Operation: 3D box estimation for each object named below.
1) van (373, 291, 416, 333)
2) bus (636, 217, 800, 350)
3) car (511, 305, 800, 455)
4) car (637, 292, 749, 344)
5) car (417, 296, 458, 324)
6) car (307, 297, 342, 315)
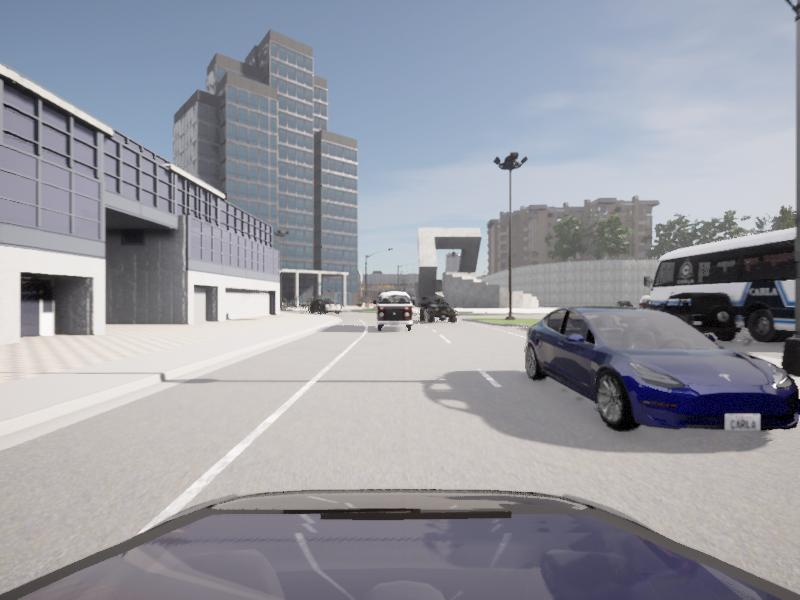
[{"bbox_3d":[-0.326,0.586,21.429,2.069,2.038,4.480,0,0,-1],"label":"van"},{"bbox_3d":[14.972,-0.526,17.141,3.944,4.253,10.273,0,0,2],"label":"bus"},{"bbox_3d":[3.546,0.855,6.523,2.163,1.488,4.792,0,0,0],"label":"car"},{"bbox_3d":[11.728,0.655,16.378,1.905,1.878,3.866,0,0,4],"label":"car"},{"bbox_3d":[2.540,0.661,28.202,1.905,1.878,3.866,0,0,-11],"label":"car"},{"bbox_3d":[-8.342,0.678,44.046,1.932,1.855,4.605,0,-1,-37],"label":"car"}]
